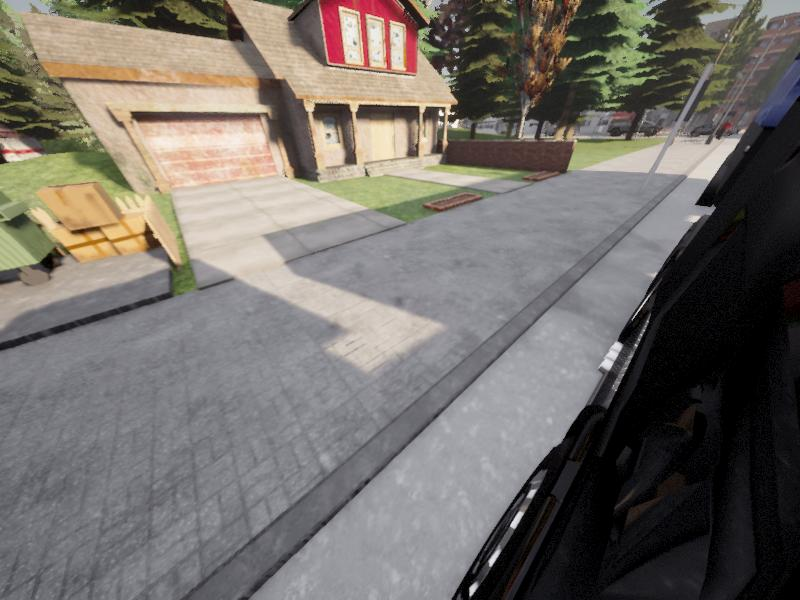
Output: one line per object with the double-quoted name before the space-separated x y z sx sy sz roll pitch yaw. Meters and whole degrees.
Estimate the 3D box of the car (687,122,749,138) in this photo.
"car" 40.562 -21.783 29.631 1.816 1.474 4.193 -20 40 -22

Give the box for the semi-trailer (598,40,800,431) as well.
"semi-trailer" 8.704 -3.575 4.259 14.254 4.402 2.717 -28 43 -30

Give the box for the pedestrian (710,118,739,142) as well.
"pedestrian" 31.722 -16.645 22.625 0.751 1.860 0.751 -19 40 -21

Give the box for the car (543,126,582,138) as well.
"car" 28.997 -30.106 41.366 2.152 1.651 5.027 -28 43 -30

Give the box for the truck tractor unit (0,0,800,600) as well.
"truck tractor unit" 2.645 -0.295 0.351 6.516 4.208 3.053 -28 44 -30

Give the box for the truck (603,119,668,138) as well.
"truck" 35.411 -25.910 34.957 2.390 2.098 6.274 -28 43 -30

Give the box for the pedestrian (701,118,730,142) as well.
"pedestrian" 31.122 -16.753 22.802 0.751 1.860 0.751 -18 39 -20
